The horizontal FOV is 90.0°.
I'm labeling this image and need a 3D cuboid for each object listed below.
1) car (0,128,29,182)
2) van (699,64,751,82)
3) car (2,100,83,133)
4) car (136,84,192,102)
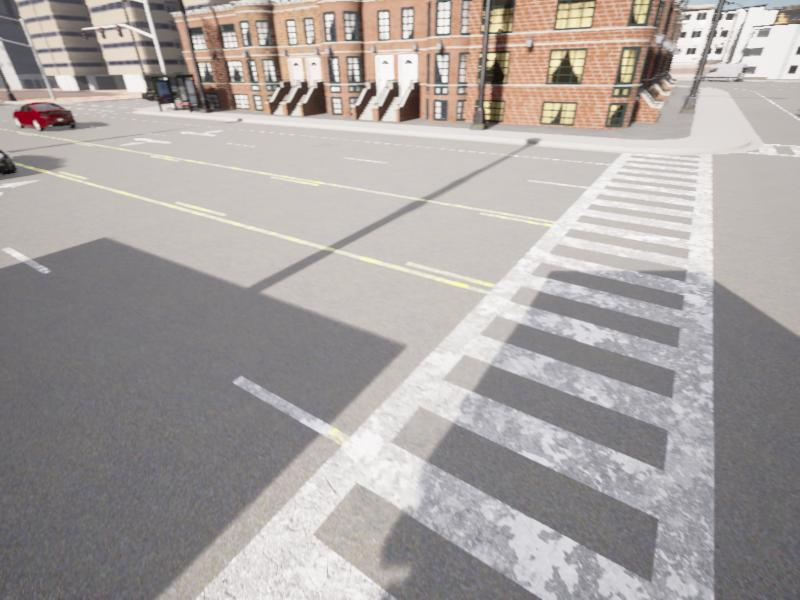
[{"bbox_3d":[-15.298,-5.079,13.700,4.974,1.542,2.038,18,35,29],"label":"car"},{"bbox_3d":[53.863,-37.770,66.534,1.988,2.561,5.915,-17,34,-25],"label":"van"},{"bbox_3d":[-22.342,-11.535,24.980,5.008,1.535,1.882,17,35,28],"label":"car"},{"bbox_3d":[-27.577,-24.326,46.955,1.930,1.638,5.238,17,35,29],"label":"car"}]
